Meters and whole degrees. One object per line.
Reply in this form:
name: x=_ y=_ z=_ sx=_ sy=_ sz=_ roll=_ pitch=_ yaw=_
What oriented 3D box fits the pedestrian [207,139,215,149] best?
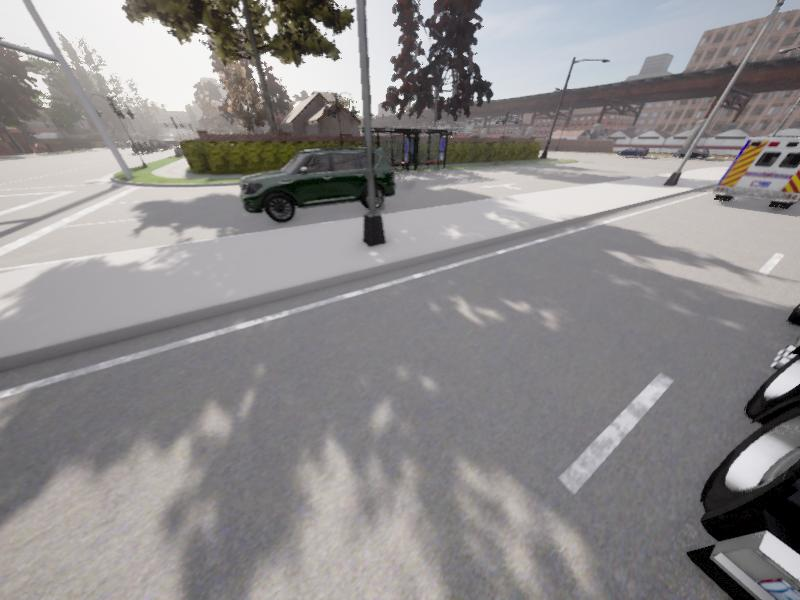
pedestrian: x=-45.999 y=-37.954 z=56.192 sx=0.751 sy=1.860 sz=0.751 roll=-18 pitch=39 yaw=-24

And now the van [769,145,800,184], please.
van: x=29.111 y=-9.722 z=16.078 sx=5.915 sy=2.561 sz=1.988 roll=-18 pitch=39 yaw=-24

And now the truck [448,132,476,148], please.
truck: x=18.679 y=-48.832 z=70.484 sx=2.891 sy=3.827 sz=8.468 roll=-18 pitch=40 yaw=-24

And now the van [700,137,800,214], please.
van: x=17.069 y=-5.759 z=10.352 sx=6.366 sy=2.431 sz=2.351 roll=-18 pitch=39 yaw=-25

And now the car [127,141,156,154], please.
car: x=-44.408 y=-26.376 z=39.875 sx=1.932 sy=1.855 sz=4.605 roll=-18 pitch=39 yaw=-25

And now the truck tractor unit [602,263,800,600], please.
truck tractor unit: x=5.111 y=-0.299 z=0.790 sx=6.516 sy=4.208 sz=3.053 roll=-18 pitch=39 yaw=-24

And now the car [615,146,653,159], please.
car: x=38.114 y=-24.134 z=37.767 sx=1.789 sy=1.549 sz=3.705 roll=-18 pitch=39 yaw=-24

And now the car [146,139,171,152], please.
car: x=-50.727 y=-32.601 z=48.608 sx=2.150 sy=2.045 sz=5.566 roll=-18 pitch=39 yaw=-25

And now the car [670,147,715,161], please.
car: x=44.120 y=-22.132 z=34.974 sx=1.845 sy=1.501 sz=3.633 roll=-18 pitch=39 yaw=-24

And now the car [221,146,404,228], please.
car: x=-2.817 y=-4.411 z=8.542 sx=5.566 sy=2.045 sz=2.150 roll=-18 pitch=39 yaw=-24
